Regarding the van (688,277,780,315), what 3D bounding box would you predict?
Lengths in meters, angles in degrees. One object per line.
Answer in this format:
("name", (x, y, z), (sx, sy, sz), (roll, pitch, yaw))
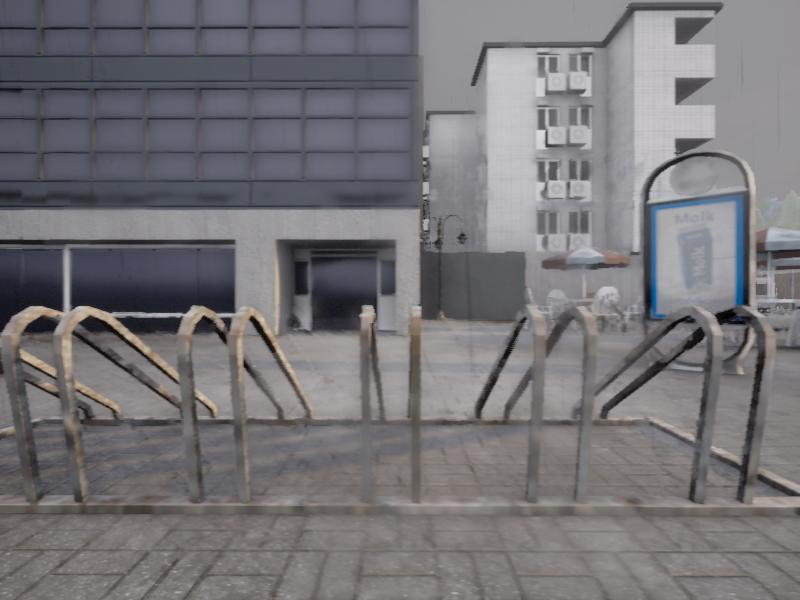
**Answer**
("van", (24.813, -0.269, 30.117), (1.988, 2.561, 5.915), (0, 0, 0))
